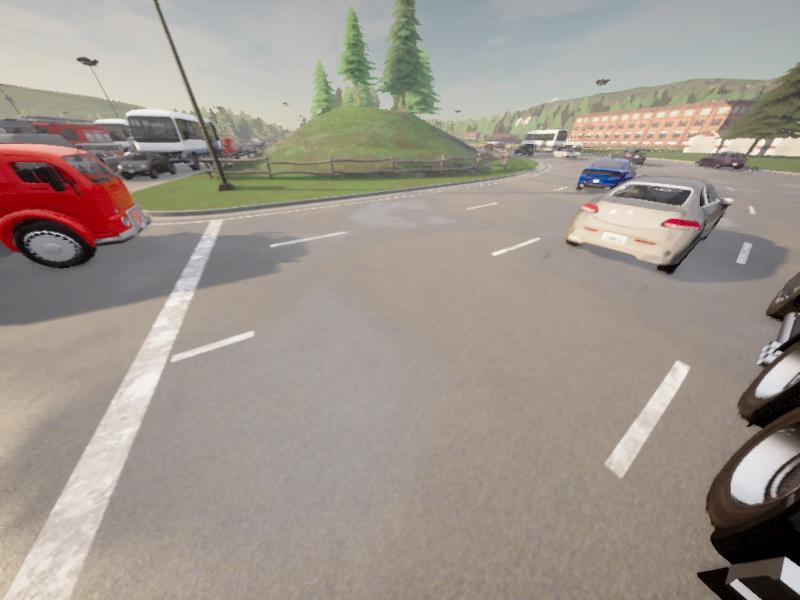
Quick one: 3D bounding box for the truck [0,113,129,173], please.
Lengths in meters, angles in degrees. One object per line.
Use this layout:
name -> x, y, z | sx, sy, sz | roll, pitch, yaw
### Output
truck -> -30.975, -14.501, 21.429 | 2.891, 3.827, 8.468 | -9, 36, -14

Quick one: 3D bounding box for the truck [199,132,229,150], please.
truck -> -48.841, -42.034, 61.102 | 2.891, 3.827, 8.468 | -9, 36, -14

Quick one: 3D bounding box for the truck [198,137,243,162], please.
truck -> -22.883, -19.416, 29.777 | 2.627, 2.467, 5.204 | -10, 36, -14

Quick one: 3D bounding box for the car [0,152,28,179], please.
car -> -28.425, -8.607, 14.975 | 1.837, 1.490, 4.892 | -9, 36, -14

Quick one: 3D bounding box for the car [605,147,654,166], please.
car -> 27.340, -17.309, 27.761 | 2.242, 1.667, 4.611 | 10, 36, 13

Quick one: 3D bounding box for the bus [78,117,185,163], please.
bus -> -34.156, -21.087, 30.552 | 3.944, 4.253, 10.273 | -9, 36, -14

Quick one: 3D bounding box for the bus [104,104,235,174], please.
bus -> -20.029, -14.895, 21.695 | 3.944, 4.253, 10.273 | -9, 36, -14

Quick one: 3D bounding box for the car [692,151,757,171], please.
car -> 32.671, -14.198, 23.470 | 1.816, 1.474, 4.193 | 13, 37, 17

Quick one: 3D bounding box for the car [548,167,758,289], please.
car -> 6.410, -2.209, 5.841 | 5.027, 1.651, 2.152 | -22, 41, -29

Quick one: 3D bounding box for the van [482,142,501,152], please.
van -> 23.768, -40.078, 60.328 | 2.069, 2.038, 4.480 | -9, 36, -13

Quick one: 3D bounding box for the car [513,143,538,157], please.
car -> 22.162, -26.701, 41.108 | 1.905, 1.878, 3.866 | -2, 35, -4

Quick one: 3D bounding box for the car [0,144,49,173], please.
car -> -33.720, -11.963, 19.453 | 1.932, 1.855, 4.605 | -9, 36, -14

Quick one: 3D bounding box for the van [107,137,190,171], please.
van -> -23.928, -14.389, 22.541 | 2.351, 2.431, 6.366 | -9, 36, -14

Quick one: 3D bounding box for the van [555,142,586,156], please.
van -> 32.267, -28.704, 43.941 | 2.069, 2.038, 4.480 | -3, 35, -7

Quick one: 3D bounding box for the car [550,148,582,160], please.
car -> 25.745, -22.847, 36.084 | 1.895, 1.301, 4.718 | 3, 35, 3

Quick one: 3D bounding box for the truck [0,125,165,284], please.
truck -> -8.862, -1.815, 4.438 | 5.204, 2.467, 2.627 | -18, 39, -24

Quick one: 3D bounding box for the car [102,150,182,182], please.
car -> -18.022, -9.662, 16.469 | 1.851, 1.617, 3.988 | -9, 36, -14

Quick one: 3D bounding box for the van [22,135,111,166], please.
van -> -35.893, -16.433, 25.321 | 1.988, 2.561, 5.915 | -9, 36, -14

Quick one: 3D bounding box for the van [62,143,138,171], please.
van -> -27.034, -13.170, 21.147 | 1.775, 1.987, 4.442 | -9, 36, -14

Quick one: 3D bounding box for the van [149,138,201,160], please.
van -> -31.084, -21.187, 32.321 | 2.351, 2.431, 6.366 | -9, 36, -14

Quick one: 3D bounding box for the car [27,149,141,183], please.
car -> -21.605, -9.563, 16.289 | 2.152, 1.651, 5.027 | -9, 36, -14

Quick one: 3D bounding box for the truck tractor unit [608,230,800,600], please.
truck tractor unit -> 5.050, -0.356, 0.865 | 6.516, 4.208, 3.053 | -21, 40, -27

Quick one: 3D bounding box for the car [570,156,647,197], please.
car -> 11.883, -7.152, 13.096 | 5.008, 1.535, 1.882 | -27, 43, -33

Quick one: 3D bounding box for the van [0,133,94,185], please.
van -> -25.075, -9.605, 15.521 | 1.988, 2.561, 5.915 | -9, 36, -13

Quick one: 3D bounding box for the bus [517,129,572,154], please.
bus -> 33.045, -36.750, 53.622 | 3.944, 4.253, 10.273 | -9, 36, -13
